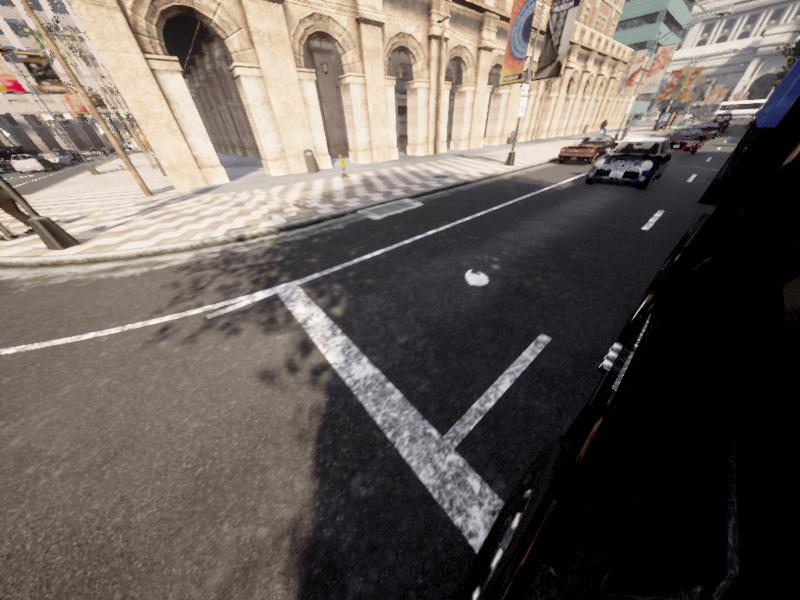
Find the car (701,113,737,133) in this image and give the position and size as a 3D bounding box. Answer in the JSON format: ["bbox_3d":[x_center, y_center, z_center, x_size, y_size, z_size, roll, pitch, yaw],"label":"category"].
[{"bbox_3d":[40.856,-22.607,29.571,3.866,1.878,1.905,-28,44,-30],"label":"car"}]

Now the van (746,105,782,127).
[{"bbox_3d":[58.732,-29.720,37.362,5.915,2.561,1.988,-28,44,-30],"label":"van"}]

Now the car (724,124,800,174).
[{"bbox_3d":[17.645,-7.261,10.925,4.974,1.542,2.038,-28,44,-30],"label":"car"}]

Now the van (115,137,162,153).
[{"bbox_3d":[-57.136,-34.208,50.803,6.366,2.431,2.351,-28,44,-30],"label":"van"}]

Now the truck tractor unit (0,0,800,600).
[{"bbox_3d":[2.645,-0.295,0.351,6.516,4.208,3.053,-28,44,-30],"label":"truck tractor unit"}]

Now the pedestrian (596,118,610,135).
[{"bbox_3d":[27.923,-23.841,31.770,0.751,1.860,0.751,-31,45,-32],"label":"pedestrian"}]

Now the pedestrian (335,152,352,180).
[{"bbox_3d":[-2.822,-6.688,11.524,0.500,1.100,0.500,-19,40,-21],"label":"pedestrian"}]

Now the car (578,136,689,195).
[{"bbox_3d":[9.139,-5.431,9.069,3.806,1.475,1.970,-28,44,-30],"label":"car"}]

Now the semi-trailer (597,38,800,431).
[{"bbox_3d":[8.711,-3.600,4.209,14.254,4.402,2.717,-28,44,-30],"label":"semi-trailer"}]

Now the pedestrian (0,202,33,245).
[{"bbox_3d":[-10.427,-2.344,5.592,0.751,1.860,0.751,21,43,28],"label":"pedestrian"}]

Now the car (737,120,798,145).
[{"bbox_3d":[29.564,-13.603,18.716,5.357,1.411,2.033,-28,44,-30],"label":"car"}]

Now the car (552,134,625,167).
[{"bbox_3d":[11.546,-9.199,14.074,4.718,1.301,1.895,-28,44,-30],"label":"car"}]

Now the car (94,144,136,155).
[{"bbox_3d":[-56.960,-30.225,46.288,2.163,1.488,4.792,15,40,22],"label":"car"}]

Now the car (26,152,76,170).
[{"bbox_3d":[-38.799,-15.630,25.851,1.895,1.301,4.718,-28,44,-30],"label":"car"}]

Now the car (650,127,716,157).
[{"bbox_3d":[19.064,-10.706,15.551,4.181,1.385,1.994,-28,44,-30],"label":"car"}]

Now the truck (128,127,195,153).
[{"bbox_3d":[-49.127,-33.299,47.921,2.891,3.827,8.468,24,44,31],"label":"truck"}]

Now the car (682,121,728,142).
[{"bbox_3d":[29.662,-16.390,22.442,4.181,1.385,1.994,-28,44,-30],"label":"car"}]

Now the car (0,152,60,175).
[{"bbox_3d":[-34.960,-13.074,22.009,1.845,1.501,3.633,-28,44,-30],"label":"car"}]

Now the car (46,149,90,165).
[{"bbox_3d":[-43.464,-18.865,30.375,2.033,1.411,5.357,-28,43,-29],"label":"car"}]

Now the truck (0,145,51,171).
[{"bbox_3d":[-45.089,-16.971,27.369,2.390,2.098,6.274,-28,44,-29],"label":"truck"}]

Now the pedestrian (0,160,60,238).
[{"bbox_3d":[-10.567,-2.727,6.111,0.751,1.860,0.751,-22,41,-24],"label":"pedestrian"}]

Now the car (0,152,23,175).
[{"bbox_3d":[-39.850,-13.174,22.361,1.930,1.638,5.238,-28,43,-29],"label":"car"}]
